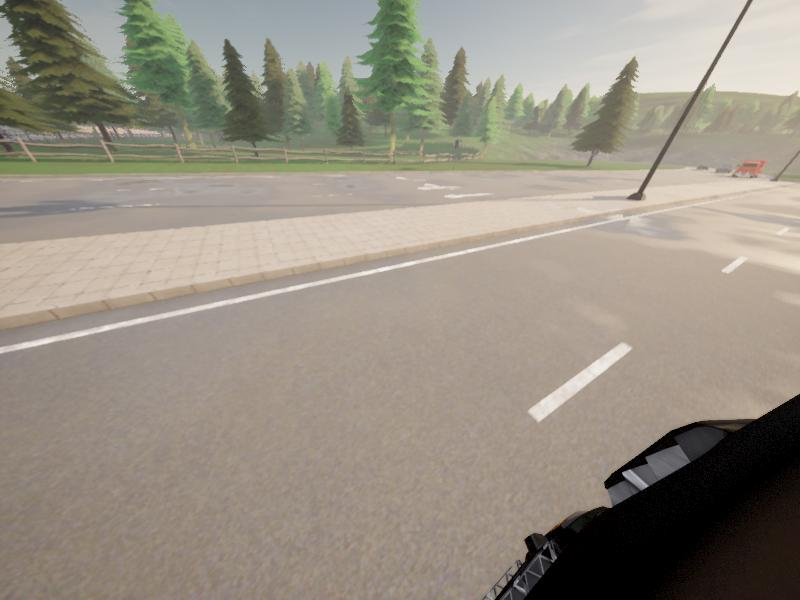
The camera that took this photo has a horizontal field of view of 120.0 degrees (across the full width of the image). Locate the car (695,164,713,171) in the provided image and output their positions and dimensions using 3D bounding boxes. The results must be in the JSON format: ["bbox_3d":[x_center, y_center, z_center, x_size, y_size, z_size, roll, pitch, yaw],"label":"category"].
[{"bbox_3d":[69.731,-30.464,53.005,4.718,1.301,1.895,-22,42,-32],"label":"car"}]

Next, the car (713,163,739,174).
[{"bbox_3d":[65.159,-26.323,46.112,4.553,1.767,2.097,-19,40,-29],"label":"car"}]

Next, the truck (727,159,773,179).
[{"bbox_3d":[55.333,-20.772,36.554,5.204,2.467,2.627,-17,39,-27],"label":"truck"}]
